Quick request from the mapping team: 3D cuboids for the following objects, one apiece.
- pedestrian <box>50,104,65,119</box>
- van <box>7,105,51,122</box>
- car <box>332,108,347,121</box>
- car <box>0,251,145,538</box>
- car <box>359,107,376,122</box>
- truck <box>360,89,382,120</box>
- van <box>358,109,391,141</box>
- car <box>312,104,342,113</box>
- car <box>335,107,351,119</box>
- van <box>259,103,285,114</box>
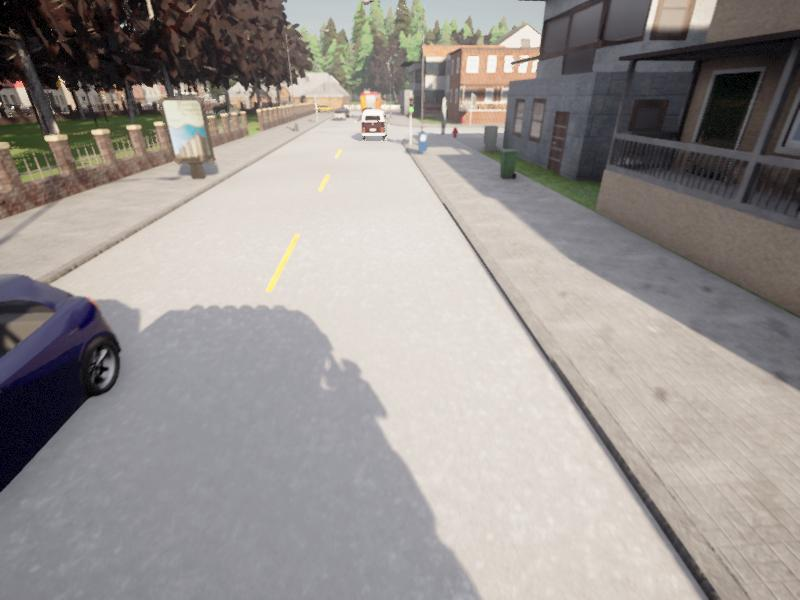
[{"bbox_3d":[-48.797,-26.837,56.992,0.751,1.860,0.751,-2,27,-4],"label":"pedestrian"},{"bbox_3d":[-53.656,-27.035,57.978,2.069,2.038,4.480,-2,27,-3],"label":"van"},{"bbox_3d":[-8.088,-24.923,53.678,1.845,1.501,3.633,-3,27,-5],"label":"car"},{"bbox_3d":[-4.028,0.993,3.063,1.845,1.501,3.633,-2,27,-4],"label":"car"},{"bbox_3d":[-4.169,-24.182,52.127,1.851,1.617,3.988,0,27,0],"label":"car"},{"bbox_3d":[-4.302,-28.773,58.658,2.891,3.827,8.468,-2,27,-4],"label":"truck"},{"bbox_3d":[-1.920,-13.689,31.151,2.069,2.038,4.480,0,27,2],"label":"van"},{"bbox_3d":[-14.328,-37.696,78.592,5.366,1.575,1.801,2,28,5],"label":"car"},{"bbox_3d":[-8.435,-27.917,59.675,2.033,1.411,5.357,-2,27,-4],"label":"car"},{"bbox_3d":[-25.009,-37.500,78.304,4.442,1.987,1.775,-2,27,-3],"label":"van"}]
